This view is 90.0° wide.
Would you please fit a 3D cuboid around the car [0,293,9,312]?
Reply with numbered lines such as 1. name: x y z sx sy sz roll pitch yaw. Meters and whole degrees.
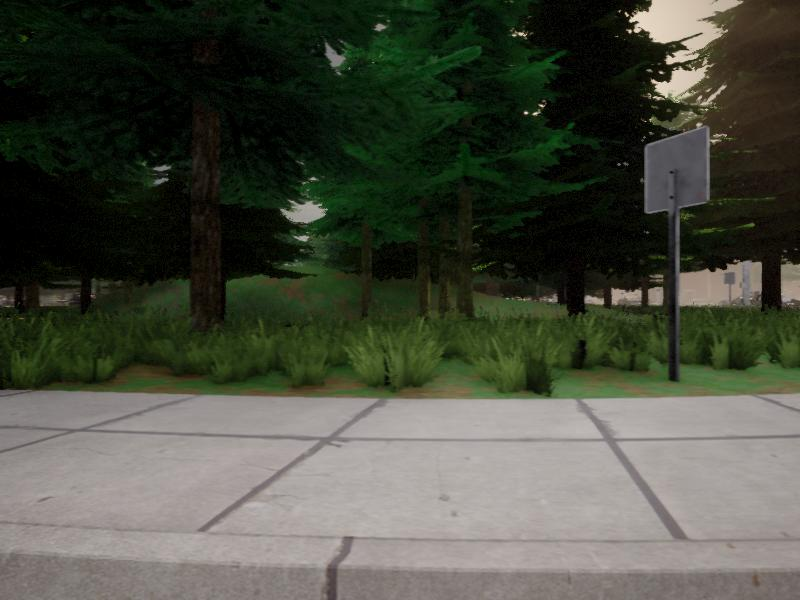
1. car: -37.400 0.237 34.612 2.033 1.649 4.856 0 0 10

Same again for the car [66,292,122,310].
1. car: -32.414 0.127 42.570 1.932 1.855 4.605 0 0 10

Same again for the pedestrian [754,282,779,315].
1. pedestrian: 21.143 -0.068 23.112 0.751 1.860 0.751 0 0 5

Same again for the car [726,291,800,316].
1. car: 26.403 0.239 28.968 2.152 1.651 5.027 0 0 10
